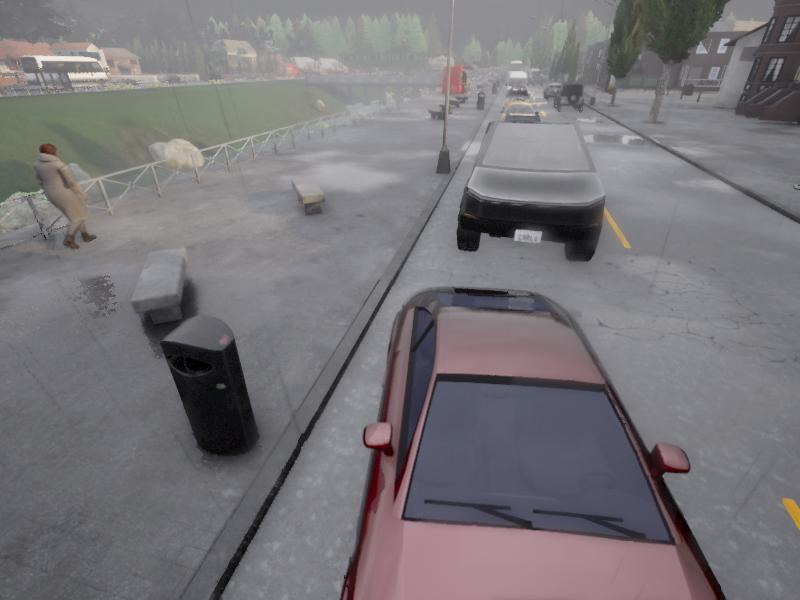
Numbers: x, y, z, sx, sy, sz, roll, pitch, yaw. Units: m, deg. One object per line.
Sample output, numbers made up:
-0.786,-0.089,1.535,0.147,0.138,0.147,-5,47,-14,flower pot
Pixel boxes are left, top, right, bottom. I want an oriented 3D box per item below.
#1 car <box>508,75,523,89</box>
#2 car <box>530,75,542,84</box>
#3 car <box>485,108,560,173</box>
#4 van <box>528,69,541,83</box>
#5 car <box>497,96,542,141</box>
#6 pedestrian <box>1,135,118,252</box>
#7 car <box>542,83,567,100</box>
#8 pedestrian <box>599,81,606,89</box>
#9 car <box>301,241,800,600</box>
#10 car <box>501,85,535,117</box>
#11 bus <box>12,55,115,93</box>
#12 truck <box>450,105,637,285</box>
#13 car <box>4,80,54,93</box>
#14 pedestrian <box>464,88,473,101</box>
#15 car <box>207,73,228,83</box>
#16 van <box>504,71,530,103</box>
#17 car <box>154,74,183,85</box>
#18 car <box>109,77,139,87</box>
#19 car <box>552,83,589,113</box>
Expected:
18.311,-34.642,63.530,2.097,1.767,4.553,7,31,12,car
27.114,-44.159,80.069,1.851,1.617,3.988,7,31,12,car
4.505,-6.140,15.025,2.128,1.511,4.902,7,31,12,car
29.116,-48.725,86.839,1.988,2.561,5.915,7,31,12,van
6.173,-9.596,20.871,1.801,1.575,5.366,7,31,12,car
-6.049,-1.909,7.220,0.751,1.860,0.751,7,31,12,pedestrian
16.578,-22.474,43.009,1.970,1.475,3.806,7,31,12,car
29.872,-31.734,58.995,0.500,1.100,0.500,7,31,12,pedestrian
0.760,1.021,2.940,1.994,1.385,4.181,3,30,4,car
8.474,-14.452,28.895,1.932,1.855,4.605,7,30,12,car
-47.097,-32.089,56.780,3.944,4.253,10.273,7,31,12,bus
2.772,-2.831,8.780,2.390,2.098,6.274,7,31,12,truck
-51.589,-29.789,55.772,1.895,1.301,4.718,7,31,12,car
6.569,-19.646,38.296,0.500,1.100,0.500,-15,33,-23,pedestrian
-38.937,-47.551,85.603,1.905,1.878,3.866,7,31,12,car
11.923,-21.846,40.880,1.988,2.561,5.915,7,31,12,van
-45.164,-43.127,78.257,2.033,1.649,4.856,7,31,12,car
-47.723,-37.764,69.331,1.970,1.475,3.806,7,31,12,car
13.315,-15.948,31.429,1.905,1.878,3.866,7,31,12,car
